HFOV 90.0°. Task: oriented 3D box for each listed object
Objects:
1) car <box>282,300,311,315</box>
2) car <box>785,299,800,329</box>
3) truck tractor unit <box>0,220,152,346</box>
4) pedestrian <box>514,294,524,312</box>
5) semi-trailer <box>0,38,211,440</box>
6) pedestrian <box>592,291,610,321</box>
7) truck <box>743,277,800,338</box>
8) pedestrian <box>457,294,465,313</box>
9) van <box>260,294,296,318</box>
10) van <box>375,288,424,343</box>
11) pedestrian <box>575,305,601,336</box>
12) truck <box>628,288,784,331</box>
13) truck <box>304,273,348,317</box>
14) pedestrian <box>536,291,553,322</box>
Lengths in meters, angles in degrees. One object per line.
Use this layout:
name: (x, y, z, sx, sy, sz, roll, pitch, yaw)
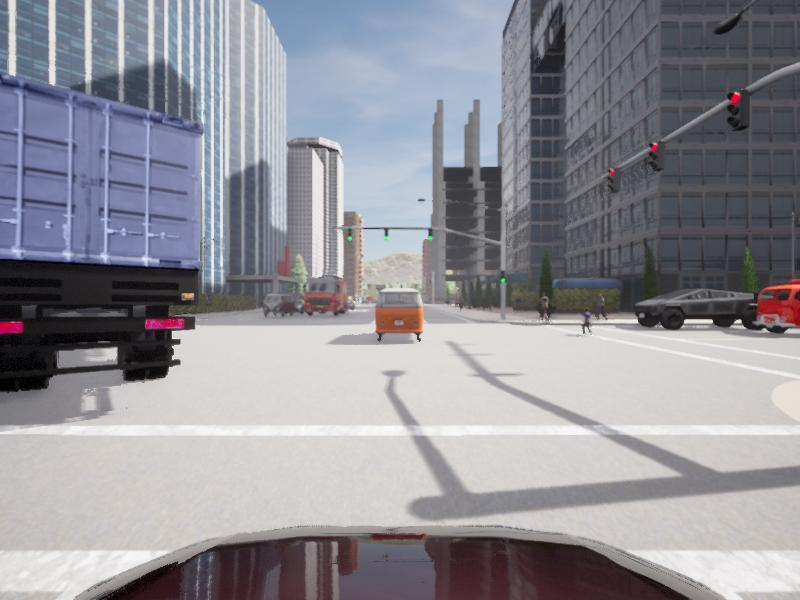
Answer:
car: (-10.574, 0.708, 41.244, 1.970, 1.475, 3.806, 0, 0, 0)
car: (23.624, 0.729, 20.844, 5.366, 1.575, 1.801, 0, 0, 1)
truck tractor unit: (-13.551, -0.579, 16.036, 6.516, 4.208, 3.053, 0, 0, 25)
pedestrian: (12.622, 0.333, 42.567, 0.751, 1.860, 0.751, 0, 0, -8)
semi-trailer: (-8.137, -0.665, 10.494, 2.717, 4.402, 14.254, 1, 0, -38)
pedestrian: (12.710, 0.397, 25.298, 0.751, 1.860, 0.751, 0, 0, -15)
truck: (18.702, 0.296, 17.425, 5.204, 2.467, 2.627, 0, 0, 0)
pedestrian: (6.235, 0.341, 41.030, 0.751, 1.860, 0.751, 0, 0, -1)
van: (-10.563, 0.476, 34.946, 1.775, 1.987, 4.442, 0, 0, 0)
van: (-0.031, 0.540, 16.630, 1.775, 1.987, 4.442, 0, 0, 0)
pedestrian: (8.045, 0.857, 17.168, 0.751, 1.300, 0.751, 0, 0, -4)
truck: (15.791, 0.469, 20.964, 6.274, 2.098, 2.390, 0, 0, 1)
truck: (-7.078, -0.460, 39.531, 2.891, 3.827, 8.468, 0, 0, 0)
pedestrian: (8.716, 0.400, 24.173, 0.751, 1.860, 0.751, 0, 0, -3)
